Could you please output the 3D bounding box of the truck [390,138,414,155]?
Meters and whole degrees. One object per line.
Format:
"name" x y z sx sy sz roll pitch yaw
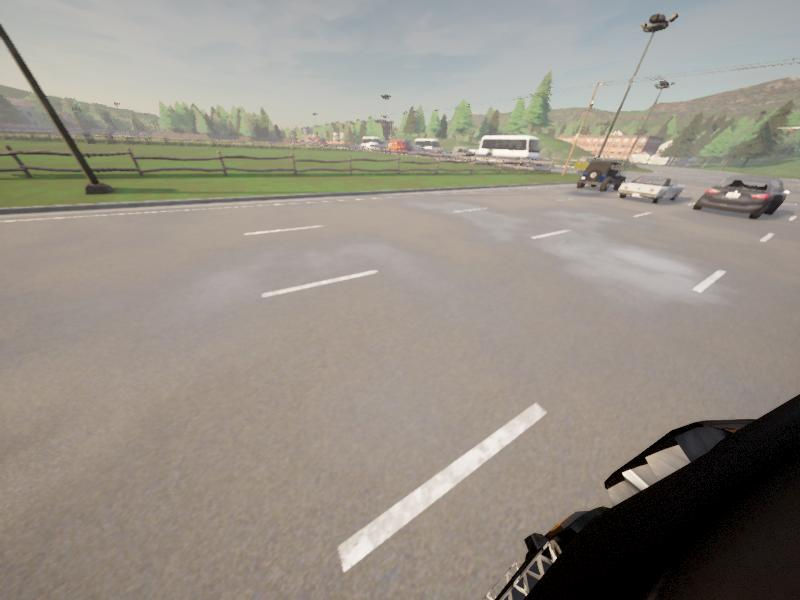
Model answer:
"truck" 0.435 -45.460 68.353 2.891 3.827 8.468 -16 38 -26

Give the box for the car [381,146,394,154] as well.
"car" -3.802 -44.923 68.991 1.932 1.855 4.605 -16 38 -26

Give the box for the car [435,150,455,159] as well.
"car" 10.610 -34.534 54.910 1.837 1.490 4.892 -16 39 -26

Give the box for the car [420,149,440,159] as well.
"car" 7.019 -34.290 54.119 2.242 1.667 4.611 -16 38 -26

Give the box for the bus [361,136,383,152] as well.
"bus" -10.048 -56.000 82.908 3.944 4.253 10.273 -16 38 -26

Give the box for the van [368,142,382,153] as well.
"van" -8.140 -49.453 74.790 1.988 2.561 5.915 -16 38 -26

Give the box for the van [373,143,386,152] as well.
"van" -7.671 -56.575 85.586 2.351 2.431 6.366 -16 38 -26

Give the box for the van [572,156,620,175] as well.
"van" 27.282 -18.881 32.369 1.775 1.987 4.442 -21 41 -31

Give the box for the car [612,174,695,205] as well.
"car" 15.550 -6.852 14.148 4.718 1.301 1.895 -16 38 -26

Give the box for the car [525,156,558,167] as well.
"car" 26.843 -26.346 43.932 2.163 1.488 4.792 -16 38 -26

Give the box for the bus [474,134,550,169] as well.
"bus" 18.057 -24.787 38.451 3.944 4.253 10.273 -16 38 -26

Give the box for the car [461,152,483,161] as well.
"car" 17.576 -35.316 56.748 2.152 1.651 5.027 -16 38 -26

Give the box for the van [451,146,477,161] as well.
"van" 14.994 -34.542 54.293 1.988 2.561 5.915 -16 39 -26

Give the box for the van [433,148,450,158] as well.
"van" 10.724 -38.456 60.334 1.775 1.987 4.442 -16 38 -26

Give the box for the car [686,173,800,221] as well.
"car" 17.438 -5.309 11.650 4.611 1.667 2.242 -14 37 -24

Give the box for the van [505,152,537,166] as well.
"van" 22.780 -26.728 43.697 2.069 2.038 4.480 -16 38 -26

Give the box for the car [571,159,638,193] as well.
"car" 15.159 -9.250 17.162 3.866 1.878 1.905 -16 38 -26

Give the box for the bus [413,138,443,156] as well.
"bus" 8.759 -49.131 74.077 3.944 4.253 10.273 -16 38 -26

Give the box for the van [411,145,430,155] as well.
"van" 6.294 -46.786 72.029 2.351 2.431 6.366 -16 38 -26

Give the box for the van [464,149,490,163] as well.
"van" 15.806 -29.706 47.599 2.069 2.038 4.480 -17 39 -27

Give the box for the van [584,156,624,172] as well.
"van" 34.549 -23.133 39.266 1.775 1.987 4.442 -19 39 -29
